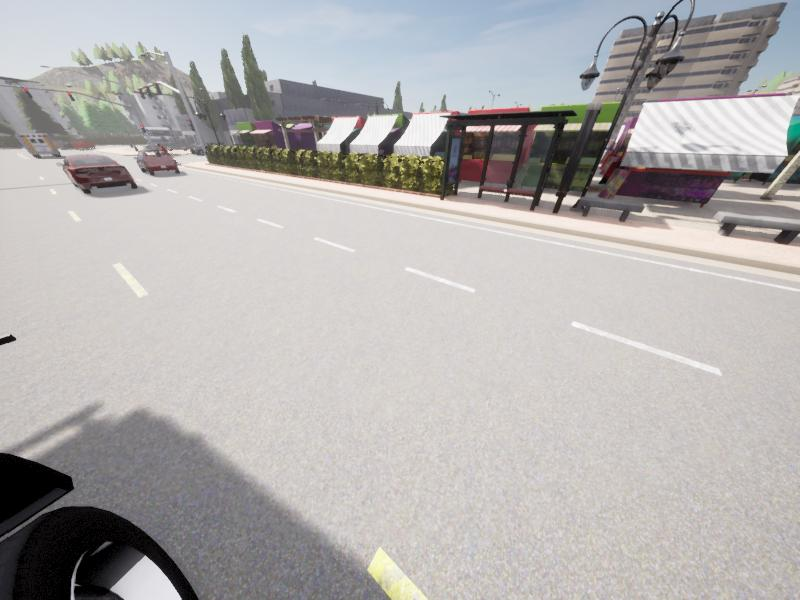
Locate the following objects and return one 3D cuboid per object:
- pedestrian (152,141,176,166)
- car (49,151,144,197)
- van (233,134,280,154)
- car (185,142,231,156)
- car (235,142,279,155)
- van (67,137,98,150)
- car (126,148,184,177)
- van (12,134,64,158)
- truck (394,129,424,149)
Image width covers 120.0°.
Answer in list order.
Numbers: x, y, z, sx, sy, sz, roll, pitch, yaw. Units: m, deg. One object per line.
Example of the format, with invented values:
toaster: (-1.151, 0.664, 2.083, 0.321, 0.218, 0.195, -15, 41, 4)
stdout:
pedestrian: (-21.547, -13.372, 21.091, 0.751, 1.860, 0.751, -30, 45, -35)
car: (-15.540, -6.563, 11.790, 5.008, 1.535, 1.882, 23, 41, 28)
van: (-23.699, -26.109, 38.612, 1.988, 2.561, 5.915, 24, 41, 29)
car: (-28.158, -22.279, 34.024, 2.007, 1.525, 4.514, 24, 41, 30)
car: (-22.072, -23.573, 35.855, 1.801, 1.575, 5.366, 24, 42, 30)
van: (-62.429, -30.837, 45.533, 1.775, 1.987, 4.442, -18, 39, -24)
car: (-17.694, -10.005, 16.668, 3.633, 1.501, 1.845, 25, 42, 31)
van: (-46.360, -19.804, 29.600, 6.366, 2.431, 2.351, 22, 40, 27)
truck: (2.315, -39.670, 56.930, 2.891, 3.827, 8.468, 23, 41, 29)
